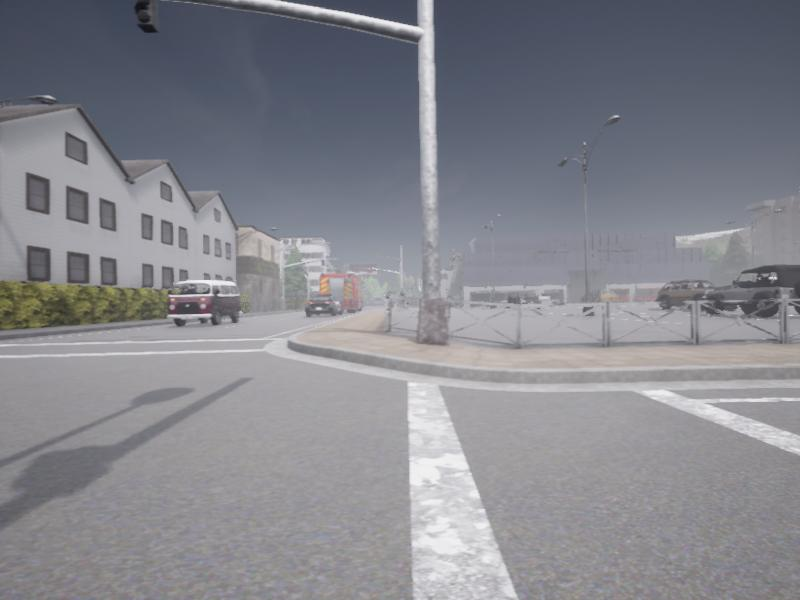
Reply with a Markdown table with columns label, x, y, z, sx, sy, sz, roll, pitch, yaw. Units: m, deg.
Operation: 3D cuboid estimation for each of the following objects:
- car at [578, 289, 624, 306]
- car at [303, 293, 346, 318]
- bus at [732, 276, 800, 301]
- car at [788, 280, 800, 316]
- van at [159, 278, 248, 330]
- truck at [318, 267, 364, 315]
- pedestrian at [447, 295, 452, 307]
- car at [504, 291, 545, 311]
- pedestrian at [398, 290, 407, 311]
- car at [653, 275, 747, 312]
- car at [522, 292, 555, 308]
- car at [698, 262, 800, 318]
| label | x | y | z | sx | sy | sz | roll | pitch | yaw |
| --- | --- | --- | --- | --- | --- | --- | --- | --- | --- |
| car | 20.315 | -0.228 | 40.700 | 2.152 | 1.636 | 5.027 | -1 | 0 | 0 |
| car | -5.174 | 0.367 | 28.008 | 2.038 | 1.542 | 4.974 | -1 | 0 | 0 |
| bus | 68.259 | -2.062 | 74.552 | 3.944 | 4.253 | 10.273 | -1 | 0 | -1 |
| car | 17.261 | -0.119 | 14.831 | 1.970 | 1.475 | 3.806 | -1 | 0 | 0 |
| van | -8.740 | 0.119 | 18.292 | 2.069 | 2.038 | 4.480 | -1 | 1 | -4 |
| truck | -5.182 | -0.724 | 36.933 | 2.891 | 3.827 | 8.468 | -1 | 0 | 0 |
| pedestrian | 7.787 | 0.150 | 63.279 | 0.751 | 1.860 | 0.751 | -1 | 0 | 3 |
| car | 10.252 | 0.082 | 33.309 | 2.007 | 1.523 | 4.514 | -1 | 0 | 0 |
| pedestrian | 0.257 | 0.009 | 35.915 | 0.751 | 1.860 | 0.751 | -1 | 0 | 3 |
| car | 17.204 | -0.328 | 23.311 | 1.932 | 1.855 | 4.605 | -1 | 0 | 0 |
| car | 13.901 | -0.016 | 40.364 | 1.970 | 1.475 | 3.806 | -1 | 0 | 0 |
| car | 13.930 | -0.329 | 15.438 | 1.905 | 1.878 | 3.866 | -1 | 0 | 0 |
